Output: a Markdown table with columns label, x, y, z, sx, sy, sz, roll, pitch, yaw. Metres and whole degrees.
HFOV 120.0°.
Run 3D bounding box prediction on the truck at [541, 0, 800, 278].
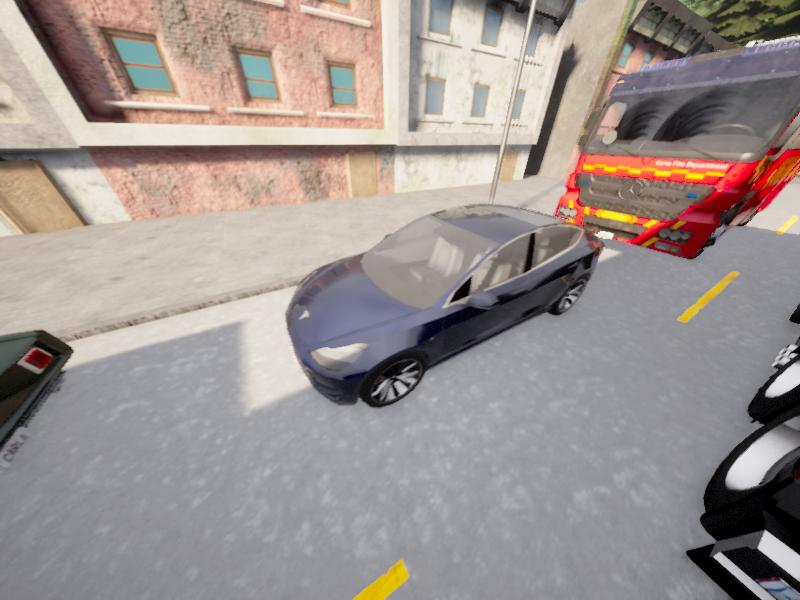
| label | x | y | z | sx | sy | sz | roll | pitch | yaw |
| --- | --- | --- | --- | --- | --- | --- | --- | --- | --- |
| truck | 8.486 | -3.942 | 6.386 | 8.468 | 3.827 | 2.891 | -18 | 39 | -25 |

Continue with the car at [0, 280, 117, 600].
| label | x | y | z | sx | sy | sz | roll | pitch | yaw |
| --- | --- | --- | --- | --- | --- | --- | --- | --- | --- |
| car | -4.846 | 1.509 | 0.660 | 4.718 | 1.301 | 1.895 | -18 | 39 | -25 |

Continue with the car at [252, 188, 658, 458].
| label | x | y | z | sx | sy | sz | roll | pitch | yaw |
| --- | --- | --- | --- | --- | --- | --- | --- | --- | --- |
| car | 0.883 | -0.441 | 3.345 | 4.792 | 1.488 | 2.163 | -18 | 39 | -24 |

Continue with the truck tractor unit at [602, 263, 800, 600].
| label | x | y | z | sx | sy | sz | roll | pitch | yaw |
| --- | --- | --- | --- | --- | --- | --- | --- | --- | --- |
| truck tractor unit | 5.108 | -0.304 | 0.781 | 6.516 | 4.208 | 3.053 | -18 | 39 | -24 |

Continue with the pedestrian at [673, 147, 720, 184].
| label | x | y | z | sx | sy | sz | roll | pitch | yaw |
| --- | --- | --- | --- | --- | --- | --- | --- | --- | --- |
| pedestrian | 17.840 | -8.112 | 13.945 | 0.751 | 1.860 | 0.751 | -9 | 36 | -13 |
